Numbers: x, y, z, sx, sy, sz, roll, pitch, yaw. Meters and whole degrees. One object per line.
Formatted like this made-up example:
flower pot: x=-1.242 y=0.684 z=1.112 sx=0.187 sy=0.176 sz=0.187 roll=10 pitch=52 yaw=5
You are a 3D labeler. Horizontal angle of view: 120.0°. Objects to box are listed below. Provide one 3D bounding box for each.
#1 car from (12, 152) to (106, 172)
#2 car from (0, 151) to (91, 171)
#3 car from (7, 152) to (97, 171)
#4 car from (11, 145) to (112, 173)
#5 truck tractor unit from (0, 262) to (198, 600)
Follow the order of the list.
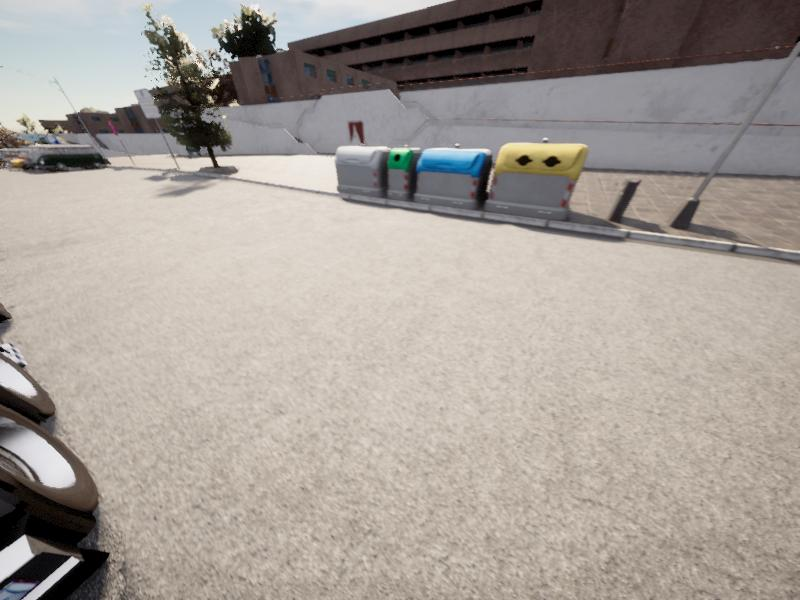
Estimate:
car: x=-32.934 y=-13.577 z=22.582 sx=2.002 sy=1.452 sz=4.674 roll=4 pitch=34 yaw=9
car: x=-38.111 y=-15.081 z=24.954 sx=1.946 sy=1.575 sz=5.366 roll=5 pitch=34 yaw=9
car: x=-35.502 y=-14.364 z=23.859 sx=2.002 sy=1.452 sz=4.674 roll=5 pitch=34 yaw=9
car: x=-30.376 y=-12.952 z=21.066 sx=1.878 sy=1.987 sz=4.442 roll=5 pitch=34 yaw=9
truck tractor unit: x=-5.118 y=-0.294 z=0.769 sx=6.516 sy=4.208 sz=3.053 roll=18 pitch=40 yaw=24
